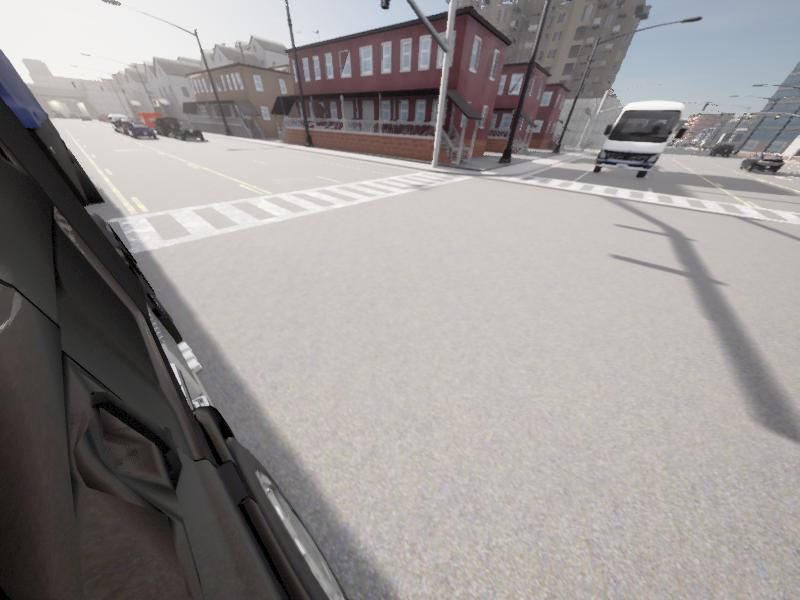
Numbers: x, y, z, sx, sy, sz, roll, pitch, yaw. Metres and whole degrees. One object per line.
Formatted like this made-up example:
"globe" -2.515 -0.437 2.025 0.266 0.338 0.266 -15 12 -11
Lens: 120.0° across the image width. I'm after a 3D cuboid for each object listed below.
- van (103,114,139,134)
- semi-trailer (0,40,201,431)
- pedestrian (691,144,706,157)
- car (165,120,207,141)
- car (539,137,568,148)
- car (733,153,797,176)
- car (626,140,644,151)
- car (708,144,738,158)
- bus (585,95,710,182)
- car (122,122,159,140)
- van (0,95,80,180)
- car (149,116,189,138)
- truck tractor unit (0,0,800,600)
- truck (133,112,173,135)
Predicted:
"van" -39.264 -24.774 32.479 4.480 2.038 2.069 28 44 30
"semi-trailer" -8.679 -3.623 4.239 14.254 4.402 2.717 28 44 30
"pedestrian" 55.606 -27.812 43.004 0.751 1.860 0.751 26 42 28
"car" -24.715 -19.533 26.646 4.553 1.767 2.097 28 44 30
"car" 31.767 -32.704 47.924 4.718 1.301 1.895 32 45 27
"car" 36.321 -13.724 23.195 2.128 1.511 4.902 28 44 30
"car" 55.527 -36.533 54.559 2.150 2.045 5.566 28 44 30
"car" 65.780 -30.491 47.160 2.150 2.045 5.566 28 44 30
"bus" 18.584 -12.451 18.013 3.944 4.253 10.273 28 44 30
"car" -29.392 -19.166 26.135 4.674 1.442 1.812 29 44 30
"van" -16.752 -7.260 10.135 5.915 2.561 1.988 28 44 30
"car" -30.225 -22.609 30.182 5.566 2.045 2.150 29 44 30
"truck tractor unit" -2.645 -0.295 0.351 6.516 4.208 3.053 28 44 30
"truck" -36.264 -25.979 33.934 5.204 2.467 2.627 30 44 31
